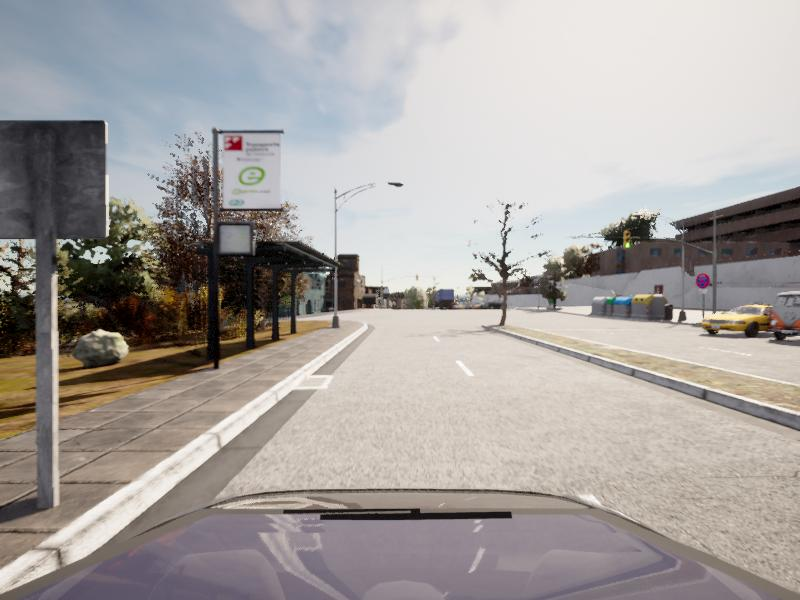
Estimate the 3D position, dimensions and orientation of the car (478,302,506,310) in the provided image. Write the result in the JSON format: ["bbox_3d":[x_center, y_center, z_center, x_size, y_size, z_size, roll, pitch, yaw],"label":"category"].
[{"bbox_3d":[17.112,1.171,74.283,4.674,1.452,2.002,1,-2,-20],"label":"car"}]

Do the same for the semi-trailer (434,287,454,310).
[{"bbox_3d":[9.079,-0.055,83.849,2.717,4.402,14.254,0,-2,0],"label":"semi-trailer"}]

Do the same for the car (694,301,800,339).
[{"bbox_3d":[16.780,0.895,18.957,5.366,1.575,1.946,1,0,-20],"label":"car"}]

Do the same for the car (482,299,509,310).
[{"bbox_3d":[17.002,0.821,71.267,4.442,1.987,1.878,1,-1,-20],"label":"car"}]

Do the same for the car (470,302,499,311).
[{"bbox_3d":[16.961,1.288,80.170,5.366,1.575,1.946,1,-1,-20],"label":"car"}]

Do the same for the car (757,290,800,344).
[{"bbox_3d":[16.838,0.661,15.999,4.442,1.987,1.878,1,0,-20],"label":"car"}]
